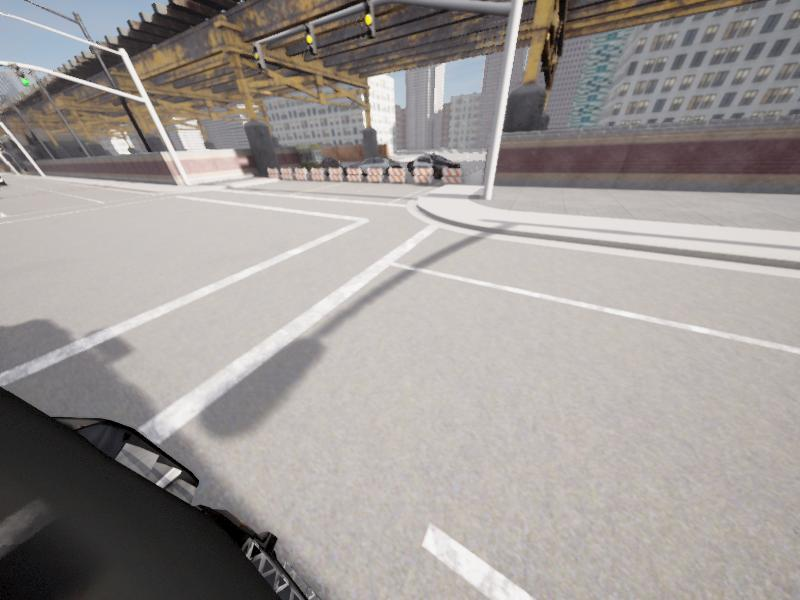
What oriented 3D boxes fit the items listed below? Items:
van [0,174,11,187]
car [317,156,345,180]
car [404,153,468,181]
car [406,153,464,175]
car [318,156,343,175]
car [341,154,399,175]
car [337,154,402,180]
[{"bbox_3d":[-51.017,-15.334,28.294,5.915,2.561,1.988,16,38,26],"label":"van"},{"bbox_3d":[-6.481,-12.359,21.421,2.038,1.542,4.974,-11,35,-12],"label":"car"},{"bbox_3d":[2.547,-10.274,17.640,2.038,1.542,4.974,-20,38,-24],"label":"car"},{"bbox_3d":[2.513,-10.429,17.590,1.853,1.218,4.536,-20,38,-24],"label":"car"},{"bbox_3d":[-6.502,-12.517,21.375,1.853,1.218,4.536,-11,35,-12],"label":"car"},{"bbox_3d":[-2.445,-11.353,19.336,4.536,1.218,1.853,-6,34,-4],"label":"car"},{"bbox_3d":[-2.490,-11.217,19.420,4.974,1.542,2.038,-6,34,-4],"label":"car"}]
